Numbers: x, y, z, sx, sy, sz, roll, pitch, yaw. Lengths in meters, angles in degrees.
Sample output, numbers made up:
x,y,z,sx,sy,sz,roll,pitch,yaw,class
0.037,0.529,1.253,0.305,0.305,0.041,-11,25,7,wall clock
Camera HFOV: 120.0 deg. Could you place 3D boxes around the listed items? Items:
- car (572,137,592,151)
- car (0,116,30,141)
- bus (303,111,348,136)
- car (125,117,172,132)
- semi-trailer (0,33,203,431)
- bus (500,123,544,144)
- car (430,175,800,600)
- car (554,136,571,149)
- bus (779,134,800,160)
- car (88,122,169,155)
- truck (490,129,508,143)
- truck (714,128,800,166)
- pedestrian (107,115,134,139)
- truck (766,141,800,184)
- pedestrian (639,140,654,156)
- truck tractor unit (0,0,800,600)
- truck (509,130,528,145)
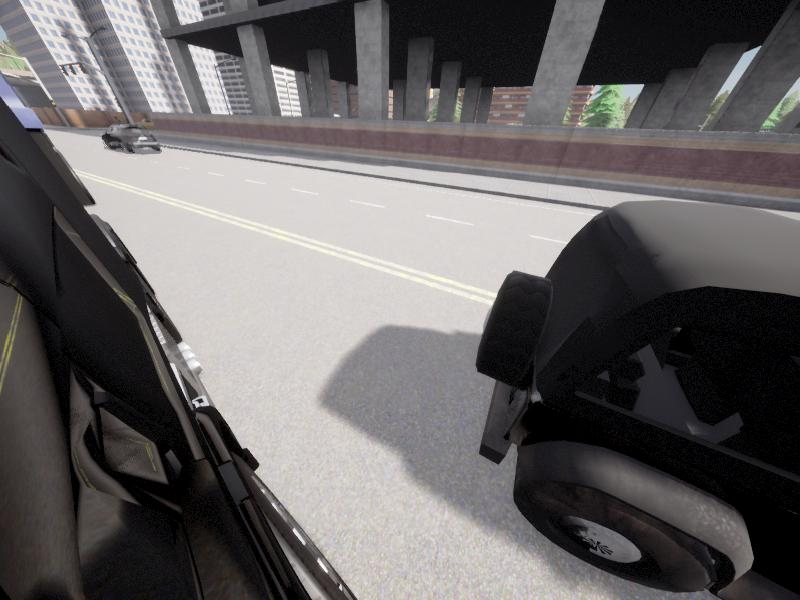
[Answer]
x,y,z,sx,sy,sz,roll,pitch,yaw,class
31.954,-27.594,40.706,1.905,1.878,3.866,20,40,21,car
-35.604,-15.134,20.281,5.238,1.638,1.930,20,40,21,car
-17.554,-42.521,55.897,3.944,4.253,10.273,20,40,22,bus
-41.672,-29.142,38.451,1.932,1.855,4.605,21,41,23,car
-8.770,-3.555,4.157,14.254,4.402,2.717,27,43,29,semi-trailer
35.131,-48.129,66.730,10.273,4.253,3.944,20,40,22,bus
2.425,0.734,1.237,3.866,1.878,1.905,20,40,21,car
29.378,-28.519,41.782,1.905,1.878,3.866,20,40,21,car
85.851,-29.858,45.480,10.273,4.253,3.944,20,40,22,bus
-19.902,-11.905,16.963,4.856,1.649,2.033,20,40,21,car
23.517,-38.786,54.720,2.615,2.467,5.204,20,40,21,truck
48.831,-21.134,31.735,2.891,3.827,8.468,20,40,21,truck
-28.821,-17.831,23.842,0.751,1.860,0.751,-6,38,-12,pedestrian
30.285,-9.468,16.077,2.627,2.467,5.204,20,40,21,truck
36.316,-22.456,34.060,0.751,1.860,0.751,27,43,29,pedestrian
-2.645,-0.295,0.351,6.516,4.208,3.053,28,44,30,truck tractor unit
27.293,-37.430,53.144,2.615,2.467,5.204,20,40,21,truck
